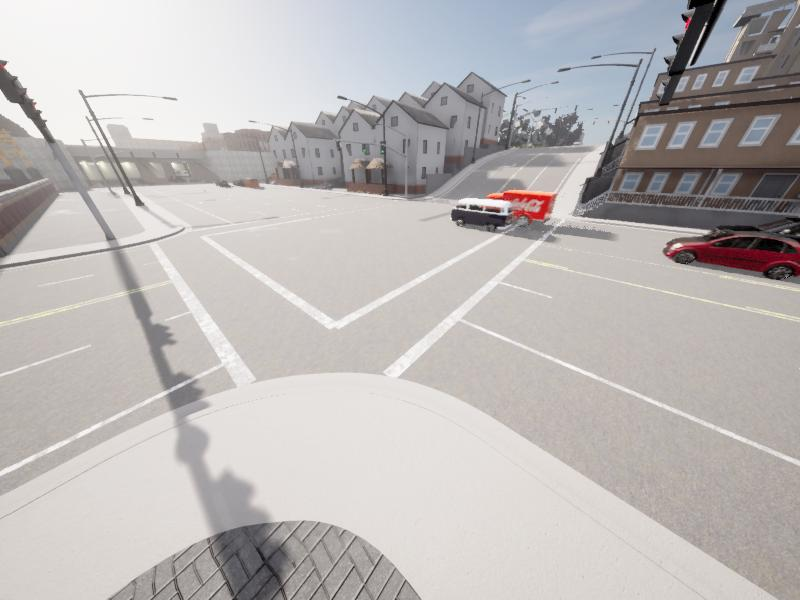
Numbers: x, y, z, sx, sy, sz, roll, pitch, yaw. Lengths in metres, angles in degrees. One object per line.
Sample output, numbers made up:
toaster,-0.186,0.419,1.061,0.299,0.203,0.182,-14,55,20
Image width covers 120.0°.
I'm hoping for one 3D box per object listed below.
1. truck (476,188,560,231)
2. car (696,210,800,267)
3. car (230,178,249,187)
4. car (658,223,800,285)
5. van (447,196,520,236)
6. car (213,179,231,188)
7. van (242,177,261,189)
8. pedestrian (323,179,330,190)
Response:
truck,9.458,-7.577,18.975,5.204,2.467,2.627,24,38,35
car,19.549,-2.955,11.375,5.566,2.045,2.150,24,38,35
car,-39.370,-28.746,56.562,4.611,1.667,2.242,24,38,35
car,15.281,-2.320,10.719,3.988,1.617,1.851,24,38,35
van,6.181,-6.520,17.570,4.480,2.038,2.069,24,38,35
car,-42.244,-27.645,54.736,4.514,1.525,2.007,24,38,35
van,-33.517,-26.358,51.974,4.442,1.987,1.775,24,38,35
pedestrian,-14.404,-22.455,44.987,0.751,1.860,0.751,26,39,37
